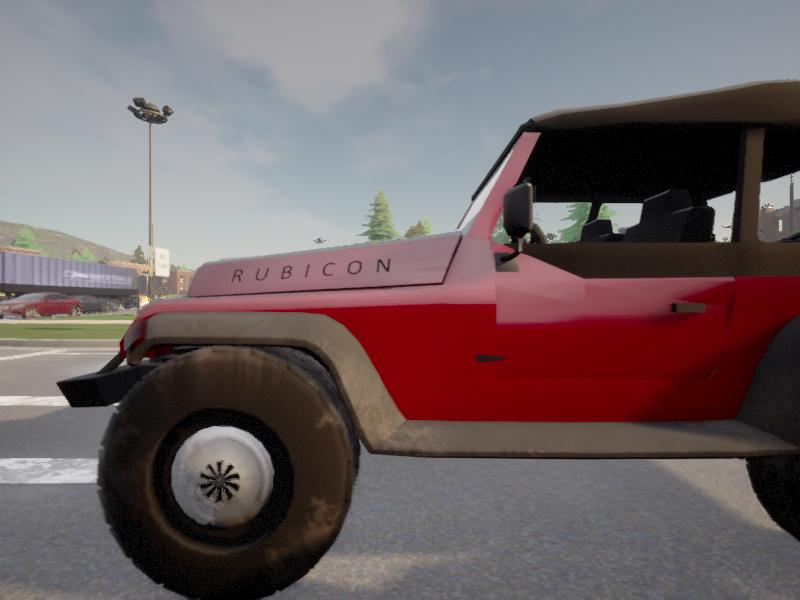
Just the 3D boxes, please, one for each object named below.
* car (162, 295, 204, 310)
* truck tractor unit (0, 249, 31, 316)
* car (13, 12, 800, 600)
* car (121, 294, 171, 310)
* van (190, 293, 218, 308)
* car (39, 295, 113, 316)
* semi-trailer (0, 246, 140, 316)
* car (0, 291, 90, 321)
[{"bbox_3d":[-23.230,0.278,43.017,1.837,1.490,4.892,0,0,-1],"label":"car"},{"bbox_3d":[-26.545,-1.084,23.892,3.053,4.208,6.516,0,0,-1],"label":"truck tractor unit"},{"bbox_3d":[0.728,0.047,2.200,3.866,1.878,1.905,0,0,0],"label":"car"},{"bbox_3d":[-26.722,0.219,42.273,2.152,1.651,5.027,0,0,-1],"label":"car"},{"bbox_3d":[-26.851,0.033,55.005,1.775,1.987,4.442,0,0,-1],"label":"van"},{"bbox_3d":[-23.085,0.340,28.730,1.994,1.385,4.181,0,0,-1],"label":"car"},{"bbox_3d":[-26.621,-1.180,31.803,2.717,4.402,14.254,0,0,-1],"label":"semi-trailer"},{"bbox_3d":[-19.514,0.298,21.717,1.812,1.442,4.674,0,0,-1],"label":"car"}]
